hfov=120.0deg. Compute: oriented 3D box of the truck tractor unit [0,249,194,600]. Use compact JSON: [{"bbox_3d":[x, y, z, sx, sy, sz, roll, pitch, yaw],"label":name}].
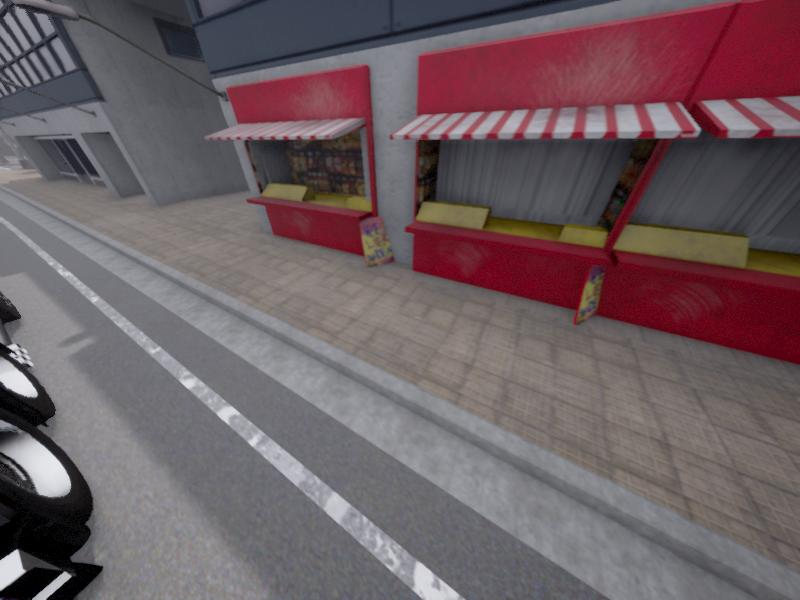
[{"bbox_3d":[-5.085,-0.326,0.816,6.516,4.208,3.053,19,39,25],"label":"truck tractor unit"}]
